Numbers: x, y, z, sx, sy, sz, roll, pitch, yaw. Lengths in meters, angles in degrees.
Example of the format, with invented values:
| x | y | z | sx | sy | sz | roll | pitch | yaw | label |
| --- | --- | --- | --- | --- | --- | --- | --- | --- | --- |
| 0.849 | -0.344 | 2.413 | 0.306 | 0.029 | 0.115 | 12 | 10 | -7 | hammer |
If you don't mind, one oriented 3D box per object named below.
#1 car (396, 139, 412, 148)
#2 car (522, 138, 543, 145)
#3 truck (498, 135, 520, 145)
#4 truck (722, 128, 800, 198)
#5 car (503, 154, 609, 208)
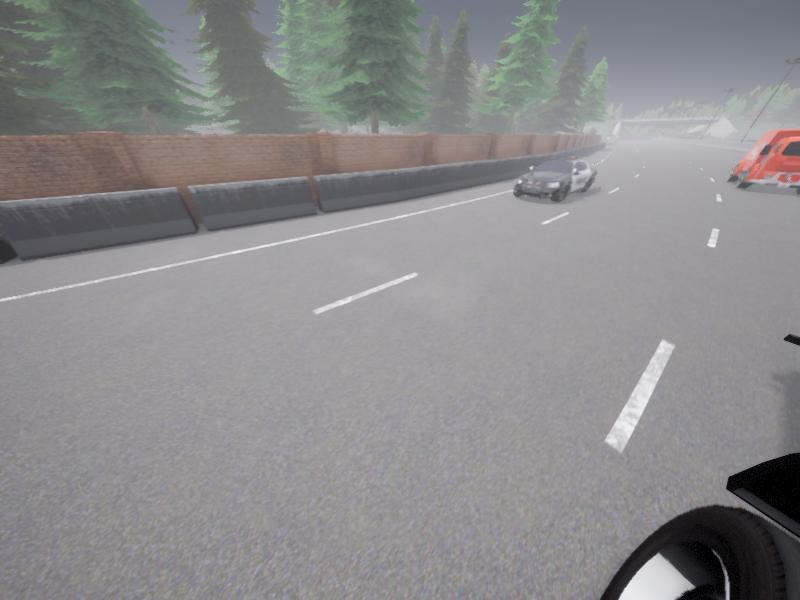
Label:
| x | y | z | sx | sy | sz | roll | pitch | yaw | label |
| --- | --- | --- | --- | --- | --- | --- | --- | --- | --- |
| 1.162 | -42.891 | 63.363 | 1.932 | 1.855 | 4.605 | 25 | 42 | 31 | car |
| 39.282 | -46.923 | 68.552 | 4.856 | 1.649 | 2.033 | 25 | 42 | 32 | car |
| 33.861 | -49.789 | 71.974 | 5.204 | 2.467 | 2.627 | 25 | 42 | 32 | truck |
| 18.768 | -6.761 | 11.184 | 5.204 | 2.467 | 2.627 | -29 | 45 | -35 | truck |
| 7.116 | -5.575 | 10.457 | 4.974 | 1.542 | 2.038 | -26 | 42 | -32 | car |
